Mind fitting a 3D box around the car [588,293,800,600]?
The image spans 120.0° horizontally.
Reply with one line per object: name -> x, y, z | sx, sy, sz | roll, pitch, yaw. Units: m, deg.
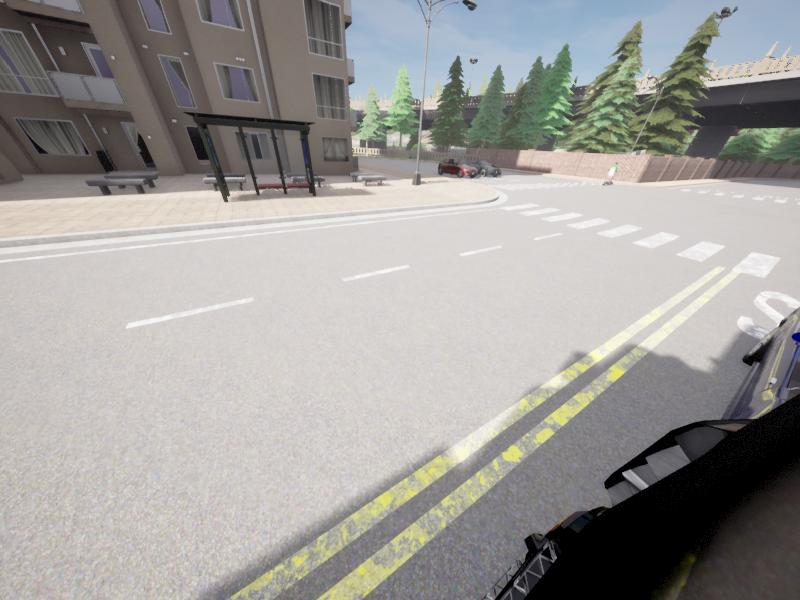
car -> 3.723, 1.079, 1.440 | 4.718, 1.301, 1.895 | -16, 38, -26

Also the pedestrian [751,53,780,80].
pedestrian -> 39.287, -25.093, 24.854 | 0.751, 1.860, 0.751 | -16, 38, -26

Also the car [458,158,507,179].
car -> 8.124, -13.266, 23.222 | 1.994, 1.385, 4.181 | -17, 38, -27

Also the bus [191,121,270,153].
bus -> -30.624, -29.799, 42.515 | 10.273, 4.253, 3.944 | -5, 34, -11

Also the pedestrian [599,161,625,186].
pedestrian -> 18.451, -10.995, 20.111 | 0.751, 1.860, 0.751 | -15, 37, -25

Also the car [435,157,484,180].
car -> 5.322, -12.247, 21.374 | 1.816, 1.474, 4.193 | -16, 38, -26
